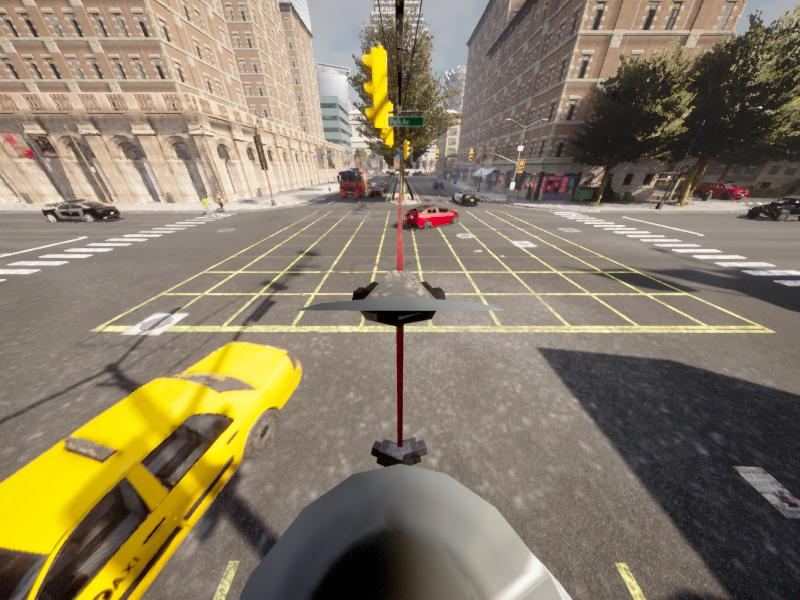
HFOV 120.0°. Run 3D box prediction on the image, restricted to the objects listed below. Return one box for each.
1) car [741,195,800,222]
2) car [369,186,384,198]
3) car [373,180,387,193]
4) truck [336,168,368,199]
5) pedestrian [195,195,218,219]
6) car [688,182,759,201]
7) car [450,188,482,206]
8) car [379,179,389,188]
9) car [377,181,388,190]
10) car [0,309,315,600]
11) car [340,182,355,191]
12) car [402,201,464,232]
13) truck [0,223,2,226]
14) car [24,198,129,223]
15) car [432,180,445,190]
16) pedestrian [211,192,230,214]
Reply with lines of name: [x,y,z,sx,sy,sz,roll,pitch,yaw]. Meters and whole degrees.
car: [32.619,-7.747,19.531,3.866,1.878,1.905,-1,30,-2]
car: [-3.577,-16.711,35.654,1.895,1.301,4.718,0,30,0]
car: [-3.558,-20.387,41.522,2.097,1.767,4.553,0,30,0]
truck: [-7.080,-18.109,35.546,2.891,3.827,8.468,0,30,0]
pedestrian: [-16.927,-8.168,20.244,0.751,1.860,0.751,-5,30,-9]
car: [45.966,-15.687,33.129,2.150,2.045,5.566,1,30,2]
car: [8.143,-13.063,29.095,2.038,1.542,4.974,-4,30,-8]
car: [-3.527,-26.265,51.891,1.851,1.617,3.988,0,30,0]
car: [-3.540,-23.214,46.736,1.970,1.475,3.806,0,30,0]
car: [-3.296,2.268,2.496,1.801,1.575,5.366,7,31,11]
car: [-10.295,-22.354,45.417,1.895,1.301,4.718,0,30,0]
car: [2.555,-6.532,17.793,4.514,1.525,2.007,-21,36,-31]
truck: [-35.214,-6.700,15.785,8.468,3.827,2.891,0,30,0]
car: [-26.838,-7.506,19.363,5.238,1.638,1.930,0,30,0]
car: [7.938,-23.817,47.813,1.812,1.442,4.674,0,30,0]
pedestrian: [-17.312,-9.363,22.313,0.751,1.860,0.751,-6,31,-10]
